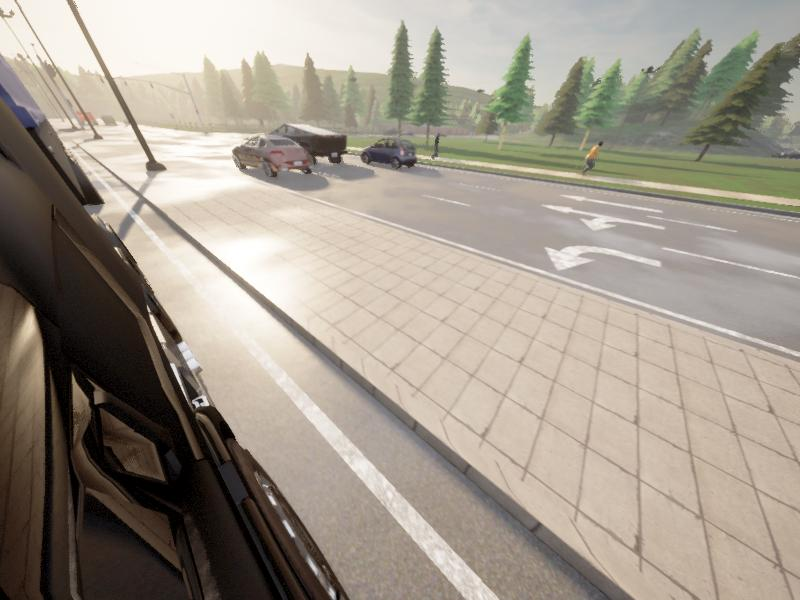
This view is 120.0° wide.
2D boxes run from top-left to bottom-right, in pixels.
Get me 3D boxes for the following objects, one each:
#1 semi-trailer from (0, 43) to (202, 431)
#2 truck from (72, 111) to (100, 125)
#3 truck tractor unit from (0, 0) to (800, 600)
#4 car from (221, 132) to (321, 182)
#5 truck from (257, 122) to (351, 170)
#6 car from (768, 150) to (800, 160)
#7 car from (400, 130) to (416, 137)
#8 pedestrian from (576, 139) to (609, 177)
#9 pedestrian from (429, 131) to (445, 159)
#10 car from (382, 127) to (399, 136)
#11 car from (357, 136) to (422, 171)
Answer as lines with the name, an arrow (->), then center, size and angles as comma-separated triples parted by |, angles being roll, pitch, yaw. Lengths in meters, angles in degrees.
semi-trailer -> -8.691, -3.604, 4.242 | 14.254, 4.402, 2.717 | 28, 44, 30
truck -> -71.554, -41.468, 52.643 | 5.204, 2.467, 2.627 | 27, 43, 29
truck tractor unit -> -2.645, -0.295, 0.351 | 6.516, 4.208, 3.053 | 28, 44, 30
car -> -6.662, -7.510, 11.912 | 5.027, 1.651, 2.152 | 28, 43, 29
truck -> -6.319, -10.239, 15.178 | 6.274, 2.098, 2.390 | 27, 43, 29
car -> 70.581, -26.010, 41.516 | 4.718, 1.301, 1.895 | 6, 37, 5
car -> 2.333, -48.414, 67.164 | 1.837, 1.490, 4.892 | 28, 44, 30
pedestrian -> 11.372, -8.393, 13.681 | 0.751, 1.860, 0.751 | 29, 44, 30
pedestrian -> 3.015, -12.705, 18.936 | 0.751, 1.860, 0.751 | 26, 43, 28
car -> -2.833, -51.606, 70.669 | 2.150, 2.045, 5.566 | 28, 44, 30
car -> -0.790, -9.876, 15.436 | 3.988, 1.617, 1.851 | 28, 43, 29
